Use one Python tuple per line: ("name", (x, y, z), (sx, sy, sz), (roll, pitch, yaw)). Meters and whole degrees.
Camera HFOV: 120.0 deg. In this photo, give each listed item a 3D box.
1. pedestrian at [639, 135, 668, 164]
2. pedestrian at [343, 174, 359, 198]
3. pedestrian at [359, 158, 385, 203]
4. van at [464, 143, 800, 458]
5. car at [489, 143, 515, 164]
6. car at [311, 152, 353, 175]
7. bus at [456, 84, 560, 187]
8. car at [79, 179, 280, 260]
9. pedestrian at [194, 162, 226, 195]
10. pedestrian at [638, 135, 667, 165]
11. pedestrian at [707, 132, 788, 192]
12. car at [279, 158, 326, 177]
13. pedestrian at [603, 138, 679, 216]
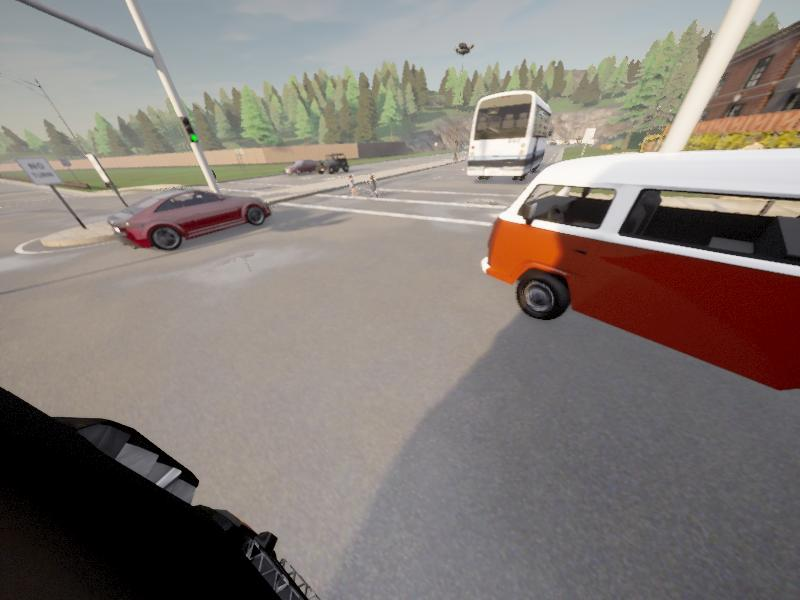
("pedestrian", (20.101, -11.941, 18.367), (0.751, 1.860, 0.751), (16, 38, 26))
("pedestrian", (-2.592, -6.041, 12.250), (0.500, 1.100, 0.500), (8, 35, 15))
("pedestrian", (-1.356, -5.890, 11.400), (0.751, 1.860, 0.751), (17, 38, 27))
("van", (3.272, -0.415, 2.484), (2.069, 2.038, 4.480), (-26, 40, -30))
("car", (12.584, -18.036, 28.404), (1.905, 1.878, 3.866), (16, 38, 26))
("car", (-7.345, -14.971, 25.331), (1.905, 1.878, 3.866), (16, 38, 26))
("bus", (7.927, -11.115, 16.218), (3.944, 4.253, 10.273), (17, 39, 28))
("car", (-6.629, -2.917, 7.616), (1.994, 1.385, 4.181), (15, 38, 25))
("pedestrian", (-12.435, -7.969, 15.174), (0.751, 1.860, 0.751), (12, 36, 21))
("pedestrian", (19.417, -11.545, 17.823), (0.751, 1.860, 0.751), (16, 38, 26))
("pedestrian", (12.979, -5.171, 8.732), (0.751, 1.860, 0.751), (16, 38, 26))
("car", (-10.898, -15.128, 26.245), (1.812, 1.442, 4.674), (16, 38, 26))
("pedestrian", (6.779, -3.504, 6.646), (0.751, 1.860, 0.751), (16, 38, 26))
